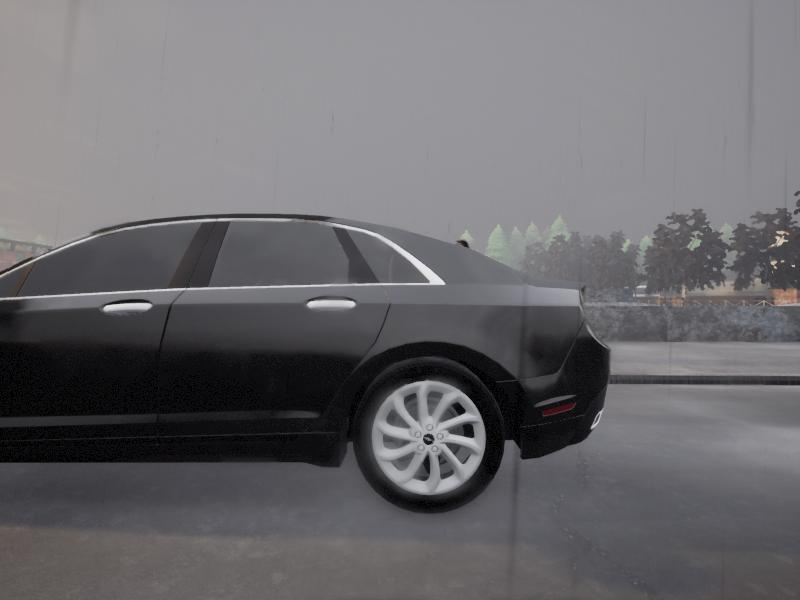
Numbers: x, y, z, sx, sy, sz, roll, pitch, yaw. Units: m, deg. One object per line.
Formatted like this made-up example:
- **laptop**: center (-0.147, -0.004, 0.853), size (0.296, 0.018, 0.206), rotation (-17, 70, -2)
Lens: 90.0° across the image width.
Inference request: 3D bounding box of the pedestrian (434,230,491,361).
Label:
- **pedestrian**: center (0.984, -0.067, 6.181), size (0.751, 1.860, 0.751), rotation (0, 0, 19)

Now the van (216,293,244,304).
- **van**: center (-40.098, -0.299, 94.524), size (5.915, 2.561, 1.988), rotation (0, 0, 2)

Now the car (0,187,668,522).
- **car**: center (-1.222, 0.244, 2.779), size (4.892, 1.490, 1.837), rotation (0, 0, 2)
